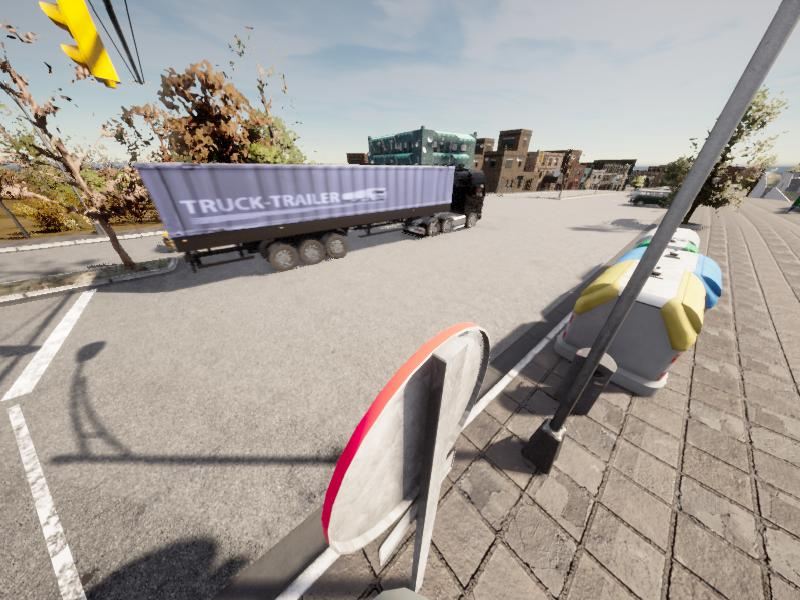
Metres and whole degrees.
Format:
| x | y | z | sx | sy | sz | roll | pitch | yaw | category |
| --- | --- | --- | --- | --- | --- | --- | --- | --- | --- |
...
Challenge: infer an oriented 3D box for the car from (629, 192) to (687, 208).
| x | y | z | sx | sy | sz | roll | pitch | yaw | category |
| --- | --- | --- | --- | --- | --- | --- | --- | --- | --- |
| 34.472 | -13.468 | 31.109 | 4.674 | 1.452 | 2.002 | 17 | 32 | 25 | car |

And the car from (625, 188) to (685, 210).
| x | y | z | sx | sy | sz | roll | pitch | yaw | category |
| --- | --- | --- | --- | --- | --- | --- | --- | --- | --- |
| 32.099 | -12.864 | 29.311 | 4.442 | 1.987 | 1.878 | 17 | 33 | 25 | car |

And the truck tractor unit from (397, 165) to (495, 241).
| x | y | z | sx | sy | sz | roll | pitch | yaw | category |
| --- | --- | --- | --- | --- | --- | --- | --- | --- | --- |
| 3.249 | -7.214 | 16.630 | 6.516 | 4.208 | 3.053 | -22 | 37 | -34 | truck tractor unit |

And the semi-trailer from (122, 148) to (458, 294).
| x | y | z | sx | sy | sz | roll | pitch | yaw | category |
| --- | --- | --- | --- | --- | --- | --- | --- | --- | --- |
| -2.821 | -4.847 | 12.131 | 14.254 | 4.402 | 2.717 | -22 | 36 | -34 | semi-trailer |

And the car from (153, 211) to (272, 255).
| x | y | z | sx | sy | sz | roll | pitch | yaw | category |
| --- | --- | --- | --- | --- | --- | --- | --- | --- | --- |
| -10.730 | -4.135 | 13.670 | 5.008 | 1.535 | 1.882 | -21 | 36 | -35 | car |

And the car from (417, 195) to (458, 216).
| x | y | z | sx | sy | sz | roll | pitch | yaw | category |
| --- | --- | --- | --- | --- | --- | --- | --- | --- | --- |
| 4.006 | -10.088 | 24.551 | 4.193 | 1.474 | 1.816 | -23 | 37 | -34 | car |

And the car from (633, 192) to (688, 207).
| x | y | z | sx | sy | sz | roll | pitch | yaw | category |
| --- | --- | --- | --- | --- | --- | --- | --- | --- | --- |
| 36.754 | -14.328 | 32.812 | 4.674 | 1.452 | 2.002 | 17 | 33 | 25 | car |
